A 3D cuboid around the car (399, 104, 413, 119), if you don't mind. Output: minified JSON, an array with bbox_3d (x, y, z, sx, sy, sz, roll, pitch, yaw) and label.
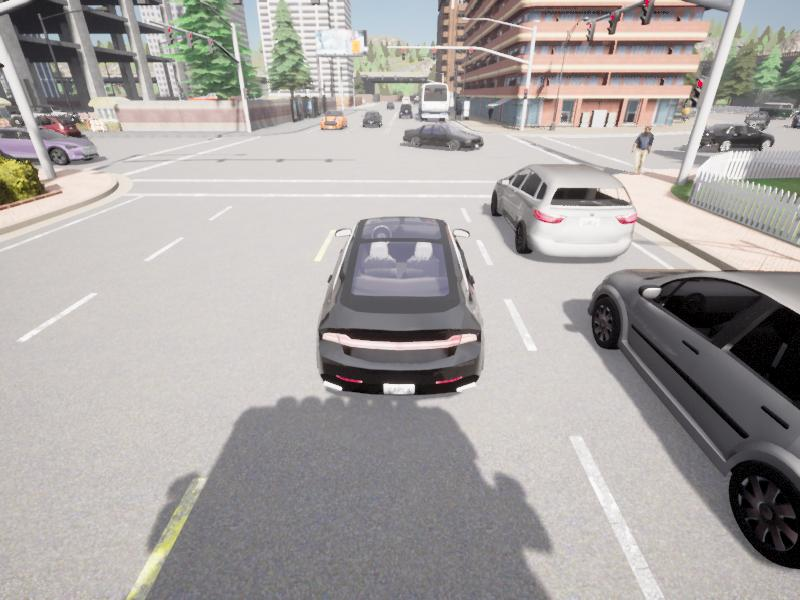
[{"bbox_3d":[0.822,-26.468,56.113,1.905,1.878,3.866,0,27,1],"label":"car"}]

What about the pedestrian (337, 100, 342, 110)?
[{"bbox_3d":[-12.272,-39.475,81.102,0.751,1.860,0.751,1,27,2],"label":"pedestrian"}]

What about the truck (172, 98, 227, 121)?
[{"bbox_3d":[-25.062,-24.002,50.331,5.204,2.467,2.615,0,27,1],"label":"truck"}]

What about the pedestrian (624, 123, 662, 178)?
[{"bbox_3d":[9.181,-5.680,15.187,0.751,1.860,0.751,10,29,19],"label":"pedestrian"}]

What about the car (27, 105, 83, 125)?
[{"bbox_3d":[-36.817,-19.825,42.767,3.866,1.878,1.905,0,27,1],"label":"car"}]

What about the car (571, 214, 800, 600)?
[{"bbox_3d":[3.497,0.482,3.923,1.851,1.617,3.988,0,27,1],"label":"car"}]

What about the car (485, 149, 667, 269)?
[{"bbox_3d":[3.608,-2.401,9.470,2.242,1.667,4.611,1,27,1],"label":"car"}]

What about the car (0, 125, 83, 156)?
[{"bbox_3d":[-21.353,-8.925,22.365,5.357,1.411,2.033,0,27,0],"label":"car"}]

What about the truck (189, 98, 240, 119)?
[{"bbox_3d":[-25.007,-25.970,54.166,5.204,2.467,2.615,0,27,1],"label":"truck"}]

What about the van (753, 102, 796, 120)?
[{"bbox_3d":[50.973,-25.810,54.597,1.775,1.987,4.442,3,27,6],"label":"van"}]

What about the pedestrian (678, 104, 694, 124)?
[{"bbox_3d":[30.976,-20.171,43.368,0.751,1.860,0.751,-22,34,-36],"label":"pedestrian"}]

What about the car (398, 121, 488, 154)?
[{"bbox_3d":[2.551,-10.191,24.902,5.357,1.411,2.033,23,35,37],"label":"car"}]

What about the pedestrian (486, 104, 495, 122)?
[{"bbox_3d":[10.532,-21.776,46.620,0.751,1.860,0.751,5,28,10],"label":"pedestrian"}]

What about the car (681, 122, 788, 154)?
[{"bbox_3d":[19.572,-9.577,23.517,4.892,1.490,1.837,-5,28,-11],"label":"car"}]

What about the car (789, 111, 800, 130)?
[{"bbox_3d":[39.393,-17.320,38.618,1.970,1.475,3.806,19,33,33],"label":"car"}]

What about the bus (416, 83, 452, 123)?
[{"bbox_3d":[4.143,-25.671,51.980,3.944,4.253,10.273,0,27,1],"label":"bus"}]

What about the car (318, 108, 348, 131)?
[{"bbox_3d":[-6.450,-17.665,39.073,2.097,1.767,4.553,0,27,1],"label":"car"}]

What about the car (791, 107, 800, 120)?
[{"bbox_3d":[54.148,-24.481,52.557,1.816,1.474,4.193,4,28,9],"label":"car"}]

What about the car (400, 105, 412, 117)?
[{"bbox_3d":[0.933,-29.960,63.299,1.801,1.575,5.366,0,27,1],"label":"car"}]

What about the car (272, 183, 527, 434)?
[{"bbox_3d":[0.026,-0.456,5.857,2.128,1.511,4.902,0,27,1],"label":"car"}]

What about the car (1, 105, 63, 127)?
[{"bbox_3d":[-36.854,-18.482,40.151,3.866,1.878,1.905,0,27,1],"label":"car"}]

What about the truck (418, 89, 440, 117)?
[{"bbox_3d":[4.448,-31.290,63.382,2.891,3.827,8.468,0,27,1],"label":"truck"}]

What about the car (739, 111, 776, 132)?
[{"bbox_3d":[33.158,-16.585,37.108,3.705,1.549,1.789,-24,36,-39],"label":"car"}]

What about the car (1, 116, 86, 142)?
[{"bbox_3d":[-25.333,-12.227,28.565,3.988,1.617,1.851,0,27,0],"label":"car"}]

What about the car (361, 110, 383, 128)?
[{"bbox_3d":[-2.899,-19.104,42.204,1.837,1.490,4.892,0,27,1],"label":"car"}]

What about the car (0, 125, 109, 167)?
[{"bbox_3d":[-17.319,-7.415,19.167,4.856,1.649,2.033,0,27,0],"label":"car"}]
